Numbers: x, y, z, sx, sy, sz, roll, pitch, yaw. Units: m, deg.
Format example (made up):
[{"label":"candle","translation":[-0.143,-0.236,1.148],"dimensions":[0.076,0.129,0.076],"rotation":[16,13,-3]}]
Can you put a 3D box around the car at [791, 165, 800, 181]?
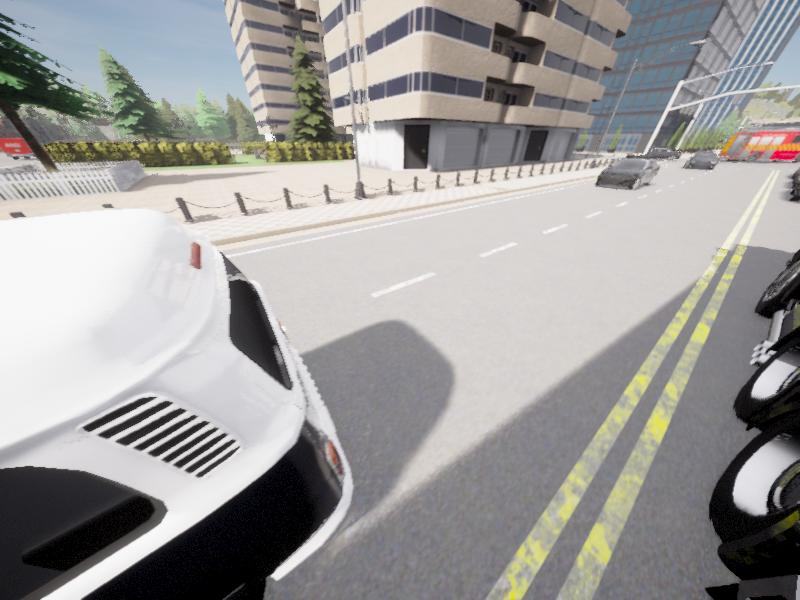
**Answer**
[{"label":"car","translation":[30.987,-9.692,16.973],"dimensions":[4.674,1.442,1.812],"rotation":[-22,40,-29]}]

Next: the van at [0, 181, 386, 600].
[{"label":"van","translation":[-2.518,1.123,0.618],"dimensions":[4.480,2.038,2.069],"rotation":[-22,40,-29]}]

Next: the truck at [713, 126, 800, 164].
[{"label":"truck","translation":[48.272,-19.932,29.756],"dimensions":[8.468,3.827,2.891],"rotation":[7,35,10]}]

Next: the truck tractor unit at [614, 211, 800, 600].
[{"label":"truck tractor unit","translation":[5.012,-0.389,0.912],"dimensions":[6.516,4.208,3.053],"rotation":[-22,40,-28]}]

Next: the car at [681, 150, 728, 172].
[{"label":"car","translation":[30.057,-13.894,22.997],"dimensions":[2.038,1.542,4.974],"rotation":[29,44,35]}]

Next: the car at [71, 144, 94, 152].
[{"label":"car","translation":[-74.408,-35.607,54.117],"dimensions":[5.008,1.535,1.882],"rotation":[19,39,25]}]

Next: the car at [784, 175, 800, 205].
[{"label":"car","translation":[20.129,-5.331,10.567],"dimensions":[4.792,1.488,2.163],"rotation":[-22,40,-29]}]

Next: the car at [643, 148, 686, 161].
[{"label":"car","translation":[38.882,-21.510,34.055],"dimensions":[1.970,1.475,3.806],"rotation":[-27,43,-33]}]

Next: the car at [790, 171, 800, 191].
[{"label":"car","translation":[25.316,-7.343,13.672],"dimensions":[4.718,1.301,1.895],"rotation":[-22,40,-29]}]

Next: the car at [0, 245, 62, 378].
[{"label":"car","translation":[-7.151,0.747,1.596],"dimensions":[4.974,1.542,2.038],"rotation":[-21,40,-28]}]

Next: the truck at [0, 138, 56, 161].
[{"label":"truck","translation":[-53.023,-21.418,32.775],"dimensions":[2.627,2.467,5.204],"rotation":[-22,40,-29]}]

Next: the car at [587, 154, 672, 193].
[{"label":"car","translation":[13.843,-7.739,13.898],"dimensions":[5.238,1.638,1.930],"rotation":[-22,40,-29]}]

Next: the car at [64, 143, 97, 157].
[{"label":"car","translation":[-54.131,-25.490,39.210],"dimensions":[1.905,1.878,3.866],"rotation":[-22,40,-29]}]
